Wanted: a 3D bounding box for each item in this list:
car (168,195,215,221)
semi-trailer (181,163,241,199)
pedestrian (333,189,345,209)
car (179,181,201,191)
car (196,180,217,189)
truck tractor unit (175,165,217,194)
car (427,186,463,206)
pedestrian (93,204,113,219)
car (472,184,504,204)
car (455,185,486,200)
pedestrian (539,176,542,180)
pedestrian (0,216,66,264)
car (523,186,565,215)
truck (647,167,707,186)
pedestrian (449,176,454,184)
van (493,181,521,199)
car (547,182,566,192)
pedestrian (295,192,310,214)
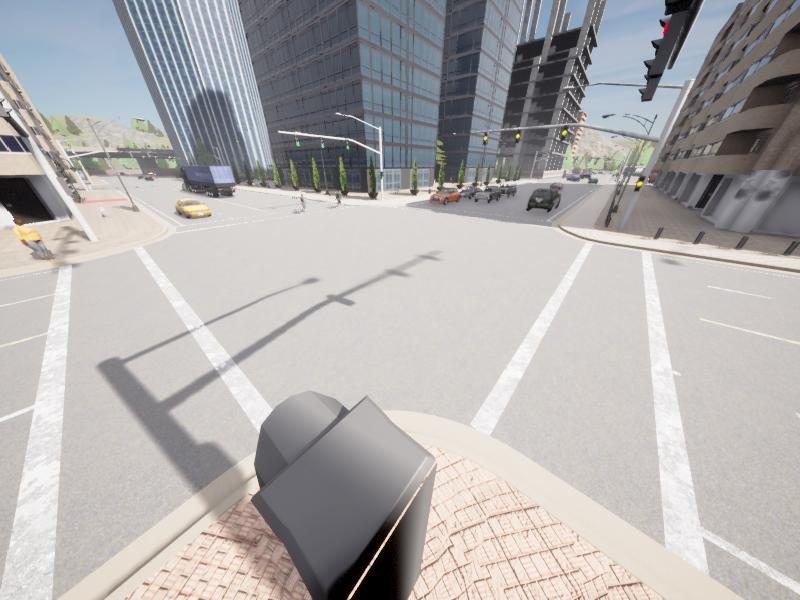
[{"bbox_3d":[-19.333,-8.632,21.377,5.366,1.575,1.801,23,37,34],"label":"car"},{"bbox_3d":[-30.011,-18.928,36.371,14.254,4.402,2.717,23,37,34],"label":"semi-trailer"},{"bbox_3d":[-6.589,-10.899,24.945,0.751,1.860,0.751,23,37,34],"label":"pedestrian"},{"bbox_3d":[-41.182,-22.370,45.225,4.514,1.525,2.007,23,37,34],"label":"car"},{"bbox_3d":[-41.206,-24.667,49.204,4.514,1.525,2.007,23,37,34],"label":"car"},{"bbox_3d":[-36.077,-21.380,40.821,6.516,4.208,3.053,23,37,34],"label":"truck tractor unit"},{"bbox_3d":[5.584,-12.881,28.411,2.097,1.767,4.553,23,37,34],"label":"car"},{"bbox_3d":[-24.997,-7.458,19.469,0.500,1.100,0.500,-11,32,-19],"label":"pedestrian"},{"bbox_3d":[11.313,-13.571,29.522,1.932,1.855,4.605,23,37,34],"label":"car"},{"bbox_3d":[10.100,-15.400,33.058,2.128,1.511,4.902,23,37,34],"label":"car"},{"bbox_3d":[48.659,-42.258,80.048,0.500,1.100,0.500,22,36,32],"label":"pedestrian"},{"bbox_3d":[-16.406,-2.671,10.307,0.751,1.860,0.751,-10,31,-16],"label":"pedestrian"},{"bbox_3d":[14.970,-10.389,23.846,2.150,2.045,5.566,23,37,34],"label":"car"},{"bbox_3d":[68.436,-30.787,57.498,8.468,3.827,2.891,23,37,34],"label":"truck"},{"bbox_3d":[12.782,-29.739,57.220,0.751,1.860,0.751,-6,30,-10],"label":"pedestrian"},{"bbox_3d":[15.712,-16.227,33.959,2.069,2.038,4.480,23,37,34],"label":"van"},{"bbox_3d":[29.325,-21.271,43.292,1.812,1.442,4.674,23,37,34],"label":"car"},{"bbox_3d":[-9.310,-9.287,22.162,0.751,1.860,0.751,-25,38,-36],"label":"pedestrian"}]
